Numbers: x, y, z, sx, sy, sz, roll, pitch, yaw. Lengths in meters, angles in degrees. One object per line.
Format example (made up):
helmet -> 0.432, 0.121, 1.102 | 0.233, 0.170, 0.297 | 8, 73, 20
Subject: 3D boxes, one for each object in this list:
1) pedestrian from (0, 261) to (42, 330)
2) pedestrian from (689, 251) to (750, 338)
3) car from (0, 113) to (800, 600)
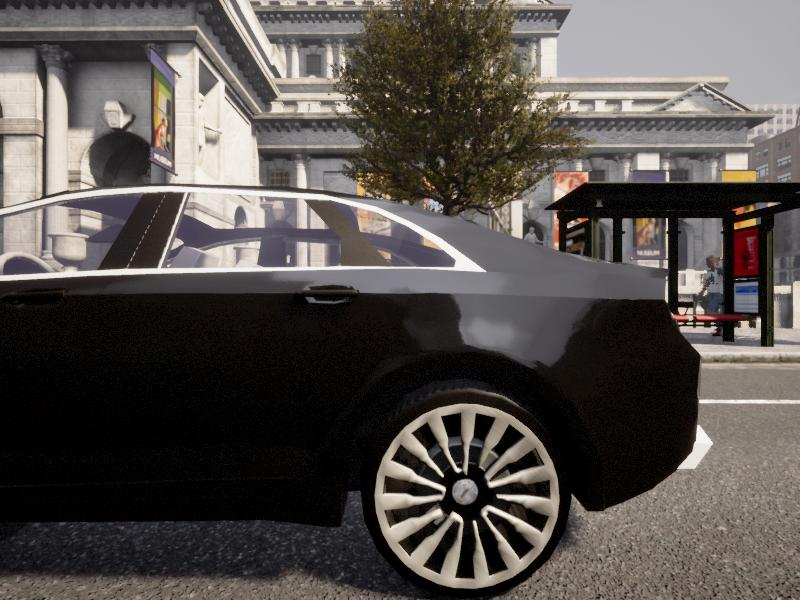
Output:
pedestrian -> -10.636, -0.115, 11.094 | 0.751, 1.860, 0.751 | 0, 0, -8
pedestrian -> 7.053, -0.115, 8.874 | 0.751, 1.860, 0.751 | 0, 0, 0
car -> -1.169, 0.236, 2.211 | 4.902, 1.511, 2.128 | 0, 0, 1
